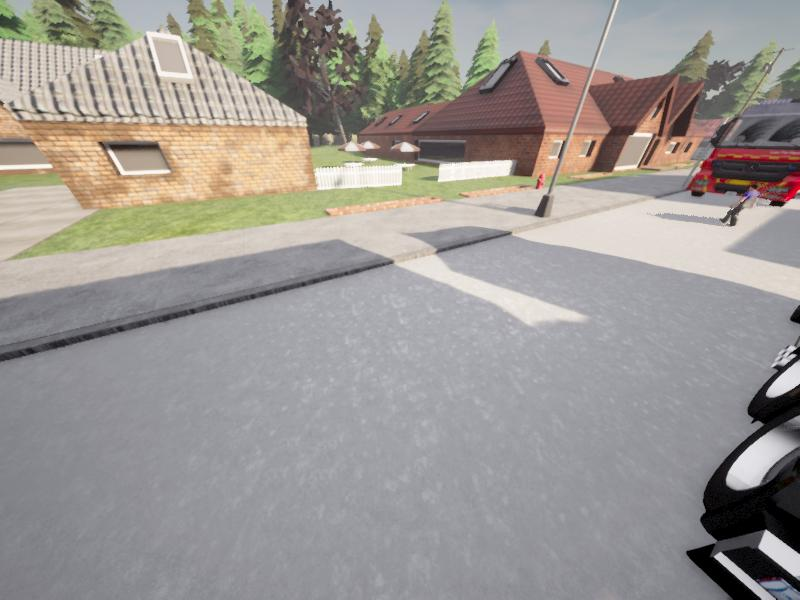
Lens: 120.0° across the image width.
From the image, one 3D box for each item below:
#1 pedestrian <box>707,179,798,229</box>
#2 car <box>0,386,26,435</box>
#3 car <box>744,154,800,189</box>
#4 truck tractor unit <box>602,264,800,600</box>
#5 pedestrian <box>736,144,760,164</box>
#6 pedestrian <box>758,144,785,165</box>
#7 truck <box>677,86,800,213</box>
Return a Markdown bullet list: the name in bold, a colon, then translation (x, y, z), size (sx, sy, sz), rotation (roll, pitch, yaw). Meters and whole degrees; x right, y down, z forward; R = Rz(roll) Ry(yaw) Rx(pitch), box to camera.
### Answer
- **pedestrian**: translation (10.737, -2.955, 7.127), size (0.751, 1.300, 0.751), rotation (-1, 35, -3)
- **car**: translation (-5.076, 1.497, 0.520), size (3.806, 1.475, 1.970), rotation (-18, 39, -24)
- **car**: translation (24.861, -8.272, 14.709), size (4.902, 1.511, 2.128), rotation (-18, 39, -24)
- **truck tractor unit**: translation (5.114, -0.297, 0.789), size (6.516, 4.208, 3.053), rotation (-18, 39, -24)
- **pedestrian**: translation (39.687, -16.691, 26.362), size (0.751, 1.860, 0.751), rotation (-23, 41, -30)
- **pedestrian**: translation (40.241, -15.774, 25.049), size (0.751, 1.860, 0.751), rotation (-24, 42, -31)
- **truck**: translation (17.514, -6.830, 10.568), size (8.468, 3.827, 2.891), rotation (-18, 39, -24)
